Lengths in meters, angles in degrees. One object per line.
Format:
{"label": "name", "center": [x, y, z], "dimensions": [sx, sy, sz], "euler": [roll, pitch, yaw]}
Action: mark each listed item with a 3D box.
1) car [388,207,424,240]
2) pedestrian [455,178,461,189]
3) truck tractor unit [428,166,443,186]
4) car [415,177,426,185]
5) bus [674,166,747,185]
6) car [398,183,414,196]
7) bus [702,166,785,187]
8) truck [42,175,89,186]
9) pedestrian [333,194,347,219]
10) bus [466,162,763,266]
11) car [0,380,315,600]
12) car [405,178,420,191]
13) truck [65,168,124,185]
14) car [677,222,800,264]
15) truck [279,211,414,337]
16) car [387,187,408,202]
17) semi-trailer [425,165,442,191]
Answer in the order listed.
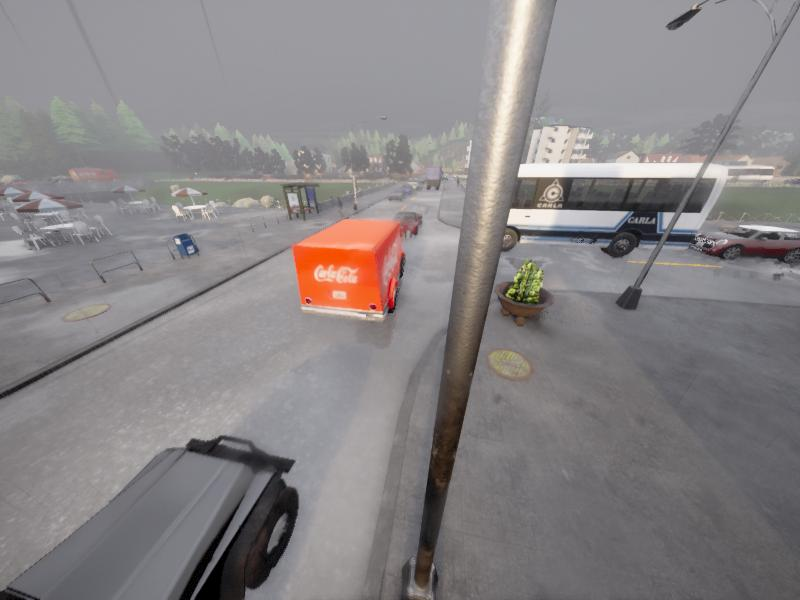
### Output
{"label": "car", "center": [0.553, -5.744, 16.865], "dimensions": [1.895, 1.301, 4.718], "euler": [5, 30, 9]}
{"label": "pedestrian", "center": [12.208, -24.472, 48.481], "dimensions": [0.751, 1.860, 0.751], "euler": [12, 32, 20]}
{"label": "truck tractor unit", "center": [8.951, -30.836, 57.401], "dimensions": [3.053, 4.208, 6.516], "euler": [5, 31, 9]}
{"label": "car", "center": [5.438, -31.323, 60.823], "dimensions": [1.930, 1.638, 5.238], "euler": [6, 30, 11]}
{"label": "bus", "center": [79.414, -32.086, 59.526], "dimensions": [10.273, 4.253, 3.944], "euler": [5, 30, 9]}
{"label": "car", "center": [1.083, -18.878, 39.384], "dimensions": [2.007, 1.525, 4.514], "euler": [5, 30, 9]}
{"label": "bus", "center": [82.363, -29.917, 55.770], "dimensions": [10.273, 4.253, 3.944], "euler": [5, 30, 9]}
{"label": "truck", "center": [-86.513, -31.085, 59.948], "dimensions": [2.390, 2.098, 6.274], "euler": [5, 30, 9]}
{"label": "pedestrian", "center": [-5.255, -8.244, 20.375], "dimensions": [0.751, 1.860, 0.751], "euler": [-17, 34, -27]}
{"label": "bus", "center": [9.322, -4.873, 12.401], "dimensions": [10.273, 4.253, 3.944], "euler": [5, 30, 8]}
{"label": "car", "center": [-2.540, 2.810, 1.455], "dimensions": [1.905, 1.878, 3.866], "euler": [5, 31, 9]}
{"label": "car", "center": [2.553, -23.297, 46.521], "dimensions": [2.150, 2.045, 5.566], "euler": [5, 30, 9]}
{"label": "truck", "center": [-81.870, -33.472, 62.354], "dimensions": [2.891, 3.827, 8.468], "euler": [5, 30, 9]}
{"label": "car", "center": [17.843, -3.017, 11.961], "dimensions": [3.806, 1.475, 1.970], "euler": [5, 30, 8]}
{"label": "truck", "center": [-1.152, -1.425, 8.185], "dimensions": [2.627, 2.467, 5.204], "euler": [5, 29, 9]}
{"label": "car", "center": [-0.263, -14.968, 32.743], "dimensions": [2.033, 1.411, 5.357], "euler": [5, 30, 9]}
{"label": "semi-trailer", "center": [7.577, -27.025, 50.599], "dimensions": [2.717, 4.402, 14.254], "euler": [5, 30, 9]}
